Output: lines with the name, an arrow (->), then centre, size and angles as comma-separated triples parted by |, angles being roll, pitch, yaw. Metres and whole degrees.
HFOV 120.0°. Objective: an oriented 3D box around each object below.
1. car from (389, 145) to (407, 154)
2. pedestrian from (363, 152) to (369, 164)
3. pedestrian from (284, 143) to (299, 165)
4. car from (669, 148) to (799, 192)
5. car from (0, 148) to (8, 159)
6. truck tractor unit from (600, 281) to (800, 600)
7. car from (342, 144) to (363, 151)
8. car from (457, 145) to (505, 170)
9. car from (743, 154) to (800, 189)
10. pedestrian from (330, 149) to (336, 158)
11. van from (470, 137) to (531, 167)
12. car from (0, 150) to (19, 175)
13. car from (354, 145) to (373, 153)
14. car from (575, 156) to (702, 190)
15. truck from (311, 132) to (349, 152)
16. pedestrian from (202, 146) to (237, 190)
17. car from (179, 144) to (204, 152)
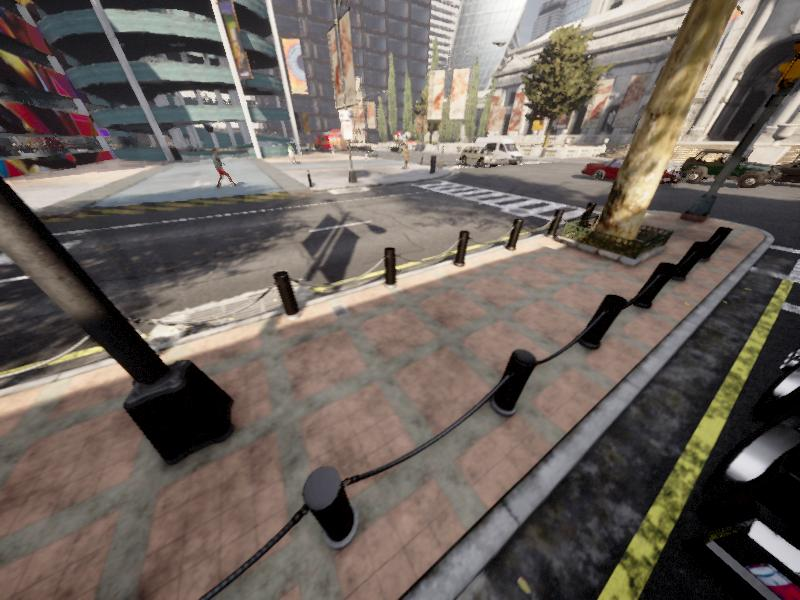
car -> -0.442, -30.730, 47.126 | 1.789, 1.549, 3.705 | -22, 41, -29
pedestrian -> -3.736, -15.687, 25.437 | 0.500, 1.100, 0.500 | -10, 36, -14
pedestrian -> -11.305, -15.209, 24.049 | 0.751, 1.860, 0.751 | -27, 43, -34
car -> 19.909, -8.039, 14.068 | 1.905, 1.878, 3.866 | -19, 40, -25
car -> -55.702, -18.987, 29.154 | 5.566, 2.045, 2.435 | -19, 39, -25
truck tractor unit -> 5.134, -0.278, 0.744 | 6.516, 4.208, 3.053 | -17, 38, -23
car -> -12.340, -39.600, 60.009 | 4.902, 1.511, 2.128 | 16, 38, 22
car -> 8.114, -14.743, 23.731 | 1.932, 1.855, 4.605 | -12, 38, -19
car -> 24.336, -7.587, 13.685 | 1.851, 1.617, 3.988 | -19, 39, -25
pedestrian -> -9.556, -20.857, 32.894 | 0.500, 1.100, 0.500 | -15, 38, -21
van -> 11.031, -16.736, 26.054 | 1.988, 2.561, 5.915 | -19, 39, -25
car -> -31.964, -9.571, 16.224 | 4.902, 1.511, 2.128 | -19, 39, -25
car -> -8.467, -35.469, 54.113 | 4.181, 1.385, 1.994 | 26, 42, 32
car -> 15.142, -8.490, 15.146 | 2.033, 1.411, 5.357 | -19, 39, -25
truck -> -17.590, -39.877, 58.289 | 8.468, 3.827, 2.891 | 14, 37, 19
pedestrian -> -9.058, -6.661, 11.690 | 0.751, 1.860, 0.751 | -17, 38, -23
car -> -48.246, -35.224, 53.436 | 3.705, 1.549, 1.789 | -14, 37, -20
